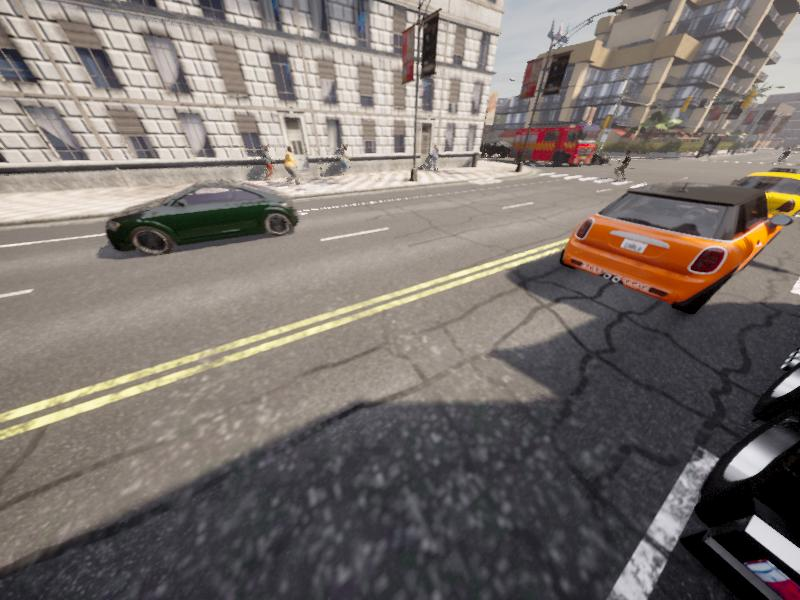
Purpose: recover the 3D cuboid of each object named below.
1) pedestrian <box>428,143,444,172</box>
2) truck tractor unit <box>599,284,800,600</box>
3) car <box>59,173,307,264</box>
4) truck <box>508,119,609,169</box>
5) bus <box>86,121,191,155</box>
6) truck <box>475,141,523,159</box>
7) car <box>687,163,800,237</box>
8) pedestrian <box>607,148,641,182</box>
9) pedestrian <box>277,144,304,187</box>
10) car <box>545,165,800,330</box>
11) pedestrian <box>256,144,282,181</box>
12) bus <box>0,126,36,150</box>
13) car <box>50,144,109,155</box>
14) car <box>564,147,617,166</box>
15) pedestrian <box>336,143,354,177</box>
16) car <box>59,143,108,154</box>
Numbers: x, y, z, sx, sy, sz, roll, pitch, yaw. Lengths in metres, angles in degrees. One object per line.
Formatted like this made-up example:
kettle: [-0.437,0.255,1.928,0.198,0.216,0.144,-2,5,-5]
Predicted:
pedestrian: [2.806,-11.254,18.254,0.751,1.860,0.751,-22,40,-28]
truck tractor unit: [5.143,-0.268,0.732,6.516,4.208,3.053,-17,38,-22]
car: [-5.029,-2.437,6.262,4.181,1.385,1.994,-18,39,-24]
truck: [16.544,-17.116,25.375,2.891,3.827,8.468,-13,37,-18]
bus: [-42.832,-27.058,38.796,10.273,4.253,3.944,-18,39,-25]
truck: [14.784,-22.801,35.040,2.390,2.098,6.274,-19,39,-25]
car: [12.655,-3.678,8.005,5.366,1.575,1.801,-18,39,-25]
pedestrian: [14.861,-8.984,15.359,0.751,1.860,0.751,-19,39,-25]
pedestrian: [-5.792,-7.129,12.257,0.751,1.860,0.751,-22,40,-28]
car: [5.557,-1.455,4.567,4.553,1.767,2.097,-18,39,-24]
pedestrian: [-7.759,-8.171,13.737,0.751,1.860,0.751,-19,39,-25]
bus: [-87.639,-35.490,50.530,3.944,4.253,10.273,-18,39,-25]
car: [-52.583,-24.894,38.105,5.357,1.411,2.033,-18,39,-25]
car: [21.596,-16.431,26.378,1.851,1.617,3.988,-23,41,-30]
pedestrian: [-3.674,-9.416,15.560,0.751,1.860,0.751,-18,39,-24]
car: [-54.955,-26.502,40.282,4.514,1.525,2.007,-17,38,-23]
